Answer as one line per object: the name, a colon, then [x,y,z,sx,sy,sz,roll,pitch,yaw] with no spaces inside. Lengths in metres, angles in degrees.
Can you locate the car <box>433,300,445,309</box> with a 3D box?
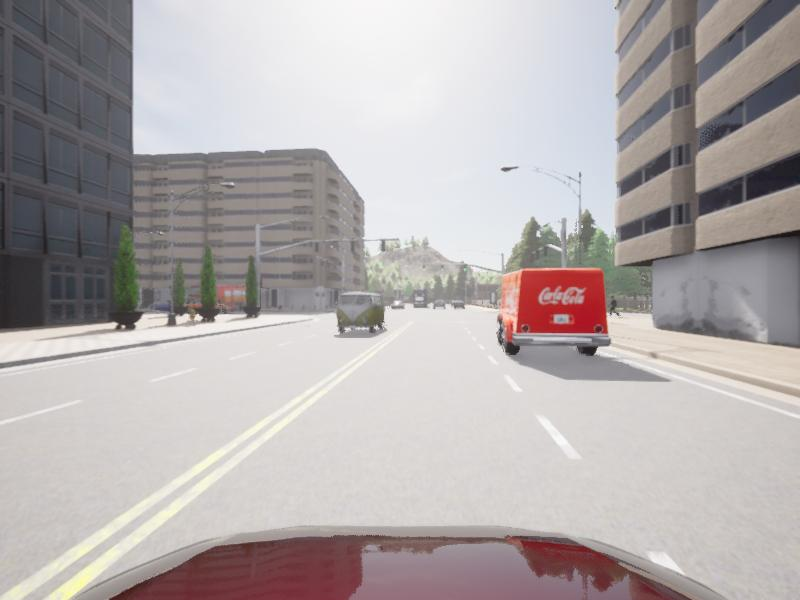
car: [7.211,0.814,73.439,2.152,1.651,5.027,0,0,6]

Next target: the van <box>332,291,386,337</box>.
van: [-1.877,0.607,19.783,1.775,1.987,4.442,0,0,6]

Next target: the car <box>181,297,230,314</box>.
car: [-21.815,0.612,44.878,4.605,1.855,1.932,0,0,6]

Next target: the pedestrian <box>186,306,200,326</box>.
pedestrian: [-11.367,0.871,21.996,0.500,1.100,0.500,0,0,16]

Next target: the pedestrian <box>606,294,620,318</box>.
pedestrian: [16.522,0.448,31.085,0.751,1.860,0.751,0,0,11]

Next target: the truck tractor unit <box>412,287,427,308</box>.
truck tractor unit: [4.132,-0.487,83.542,3.053,4.208,6.516,0,-1,5]

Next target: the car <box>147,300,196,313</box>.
car: [-28.013,0.781,49.078,5.008,1.535,1.882,0,0,6]

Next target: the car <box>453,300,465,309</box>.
car: [10.618,0.805,72.356,1.930,1.638,5.238,0,0,6]

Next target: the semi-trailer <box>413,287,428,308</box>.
semi-trailer: [4.903,-0.575,91.414,2.717,4.402,14.254,0,0,6]

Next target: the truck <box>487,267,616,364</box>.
truck: [4.441,0.369,12.855,2.627,2.467,5.204,0,0,6]

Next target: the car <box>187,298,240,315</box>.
car: [-19.085,0.651,41.061,4.553,1.767,2.097,0,0,6]

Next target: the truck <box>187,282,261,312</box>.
truck: [-22.800,-0.360,52.033,8.468,3.827,2.891,0,0,6]
